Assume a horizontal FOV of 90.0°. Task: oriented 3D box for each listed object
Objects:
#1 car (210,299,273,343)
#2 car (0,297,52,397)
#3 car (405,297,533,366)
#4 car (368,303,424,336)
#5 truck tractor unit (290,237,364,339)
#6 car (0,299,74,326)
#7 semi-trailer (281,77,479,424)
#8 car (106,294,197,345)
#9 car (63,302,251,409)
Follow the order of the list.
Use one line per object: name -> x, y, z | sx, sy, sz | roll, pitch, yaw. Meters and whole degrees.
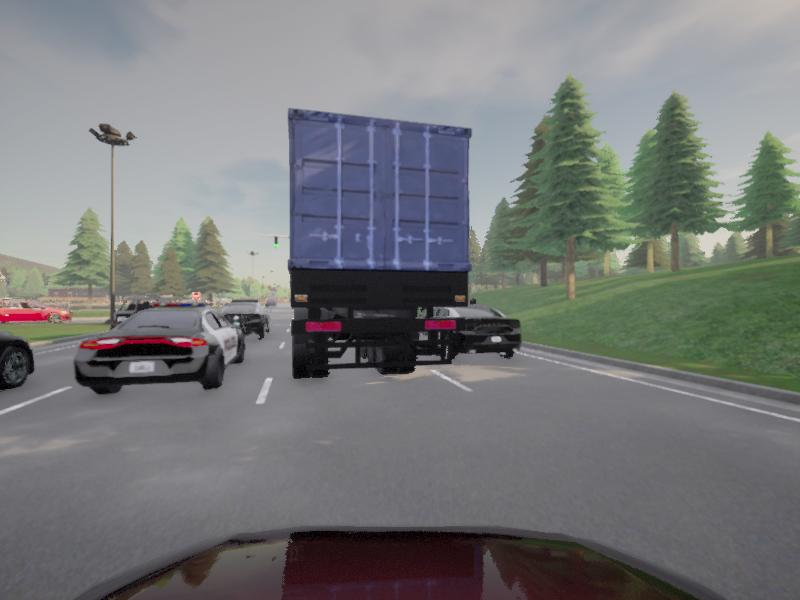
car -> -6.889, 0.784, 17.898 | 1.930, 1.638, 5.238 | 0, 0, -14
car -> -7.382, 0.782, 5.431 | 2.033, 1.649, 4.856 | 0, 0, -14
car -> 1.732, 0.780, 12.276 | 1.930, 1.638, 5.238 | 0, -1, -14
car -> -0.349, 0.884, 20.610 | 1.812, 1.442, 4.674 | 0, 0, -14
truck tractor unit -> -3.811, -0.506, 19.995 | 3.053, 4.208, 6.516 | 0, 0, -14
car -> -24.757, 0.774, 26.586 | 4.611, 1.667, 2.242 | 0, 0, -34
semi-trailer -> -1.903, -0.607, 12.317 | 2.717, 4.402, 14.254 | 0, 0, -14
car -> -10.269, 0.668, 16.986 | 1.932, 1.855, 4.605 | 0, 1, -14
car -> -4.542, 0.832, 8.506 | 2.038, 1.542, 4.974 | 0, 0, -14
